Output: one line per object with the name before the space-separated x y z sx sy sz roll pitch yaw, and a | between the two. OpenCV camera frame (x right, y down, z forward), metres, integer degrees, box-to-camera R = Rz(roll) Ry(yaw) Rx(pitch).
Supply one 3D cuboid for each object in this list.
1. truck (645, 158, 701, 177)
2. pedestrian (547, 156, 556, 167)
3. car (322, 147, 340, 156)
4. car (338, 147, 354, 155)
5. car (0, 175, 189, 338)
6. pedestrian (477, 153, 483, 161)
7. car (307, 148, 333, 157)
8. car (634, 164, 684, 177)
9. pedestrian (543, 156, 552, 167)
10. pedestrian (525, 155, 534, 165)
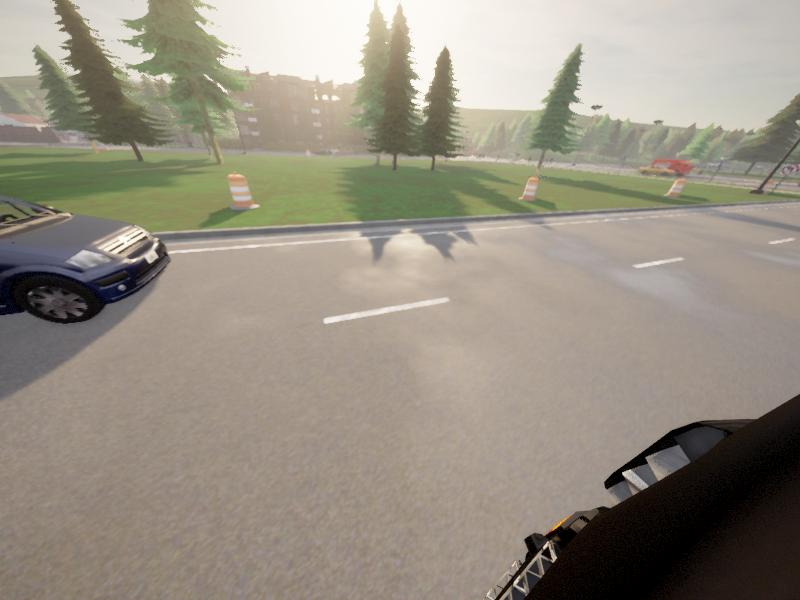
truck | 47.688 -23.252 40.580 2.627 2.467 5.204 -9 35 -17
pedestrian | 30.242 -27.627 46.091 0.751 1.860 0.751 -5 34 -12
car | -15.326 -33.015 51.360 3.633 1.501 1.845 -9 35 -18
car | -13.503 -37.426 58.139 3.633 1.501 1.845 -9 35 -18
car | -5.863 -0.599 2.979 3.988 1.617 1.851 -9 35 -18
pedestrian | 22.793 -40.928 65.917 0.751 1.860 0.751 -7 35 -14
car | -16.577 -30.664 47.922 4.718 1.301 1.895 -9 35 -18
car | 44.373 -22.352 39.772 1.801 1.575 5.366 -9 35 -17
pedestrian | 30.005 -28.215 46.963 0.751 1.860 0.751 -5 34 -12
pedestrian | 28.153 -30.446 50.196 0.751 1.860 0.751 -6 34 -13
